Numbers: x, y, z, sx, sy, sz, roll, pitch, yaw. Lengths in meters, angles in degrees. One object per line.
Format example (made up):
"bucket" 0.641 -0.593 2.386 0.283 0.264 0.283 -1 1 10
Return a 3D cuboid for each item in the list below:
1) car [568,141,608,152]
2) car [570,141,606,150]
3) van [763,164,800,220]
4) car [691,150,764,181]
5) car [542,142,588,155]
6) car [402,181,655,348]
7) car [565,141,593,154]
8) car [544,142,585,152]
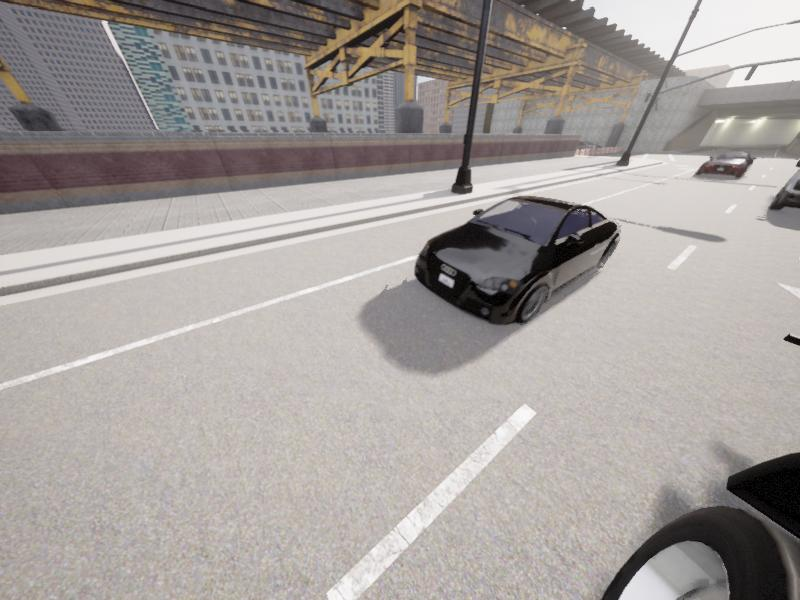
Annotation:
"car" 32.098 -26.308 39.600 4.974 1.542 2.038 -4 35 -5
"car" 32.045 -26.433 39.504 4.536 1.218 1.853 -4 35 -5
"van" 15.658 -4.540 8.028 5.915 2.561 1.988 -22 41 -28
"car" 21.758 -9.013 15.340 4.181 1.385 1.994 -22 41 -28
"car" 24.387 -22.605 34.406 4.974 1.542 2.038 5 35 7
"car" 2.322 -1.100 4.263 4.181 1.385 1.994 -22 41 -28
"car" 28.155 -24.147 36.565 2.038 1.542 4.974 11 37 15
"car" 24.335 -22.738 34.322 4.536 1.218 1.853 5 35 7
